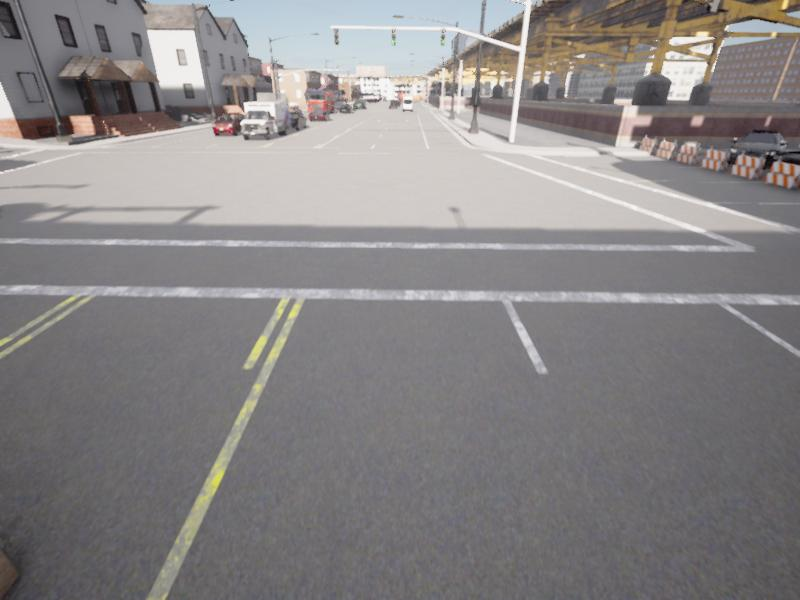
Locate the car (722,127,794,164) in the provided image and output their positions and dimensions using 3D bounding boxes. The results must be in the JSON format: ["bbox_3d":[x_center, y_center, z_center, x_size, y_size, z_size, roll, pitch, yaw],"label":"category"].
[{"bbox_3d":[17.576,-7.660,19.573,4.536,1.218,1.853,-24,36,-39],"label":"car"}]

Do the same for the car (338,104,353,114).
[{"bbox_3d":[-9.245,-32.728,68.497,1.837,1.490,4.892,1,28,1],"label":"car"}]

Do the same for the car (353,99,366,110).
[{"bbox_3d":[-8.710,-42.638,87.161,2.150,2.045,5.566,1,27,1],"label":"car"}]

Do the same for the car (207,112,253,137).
[{"bbox_3d":[-13.773,-14.362,32.640,1.851,1.617,3.988,1,27,1],"label":"car"}]

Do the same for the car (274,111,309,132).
[{"bbox_3d":[-10.121,-16.942,37.810,1.837,1.490,4.892,1,27,1],"label":"car"}]

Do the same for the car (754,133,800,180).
[{"bbox_3d":[17.433,-5.395,15.515,2.038,1.542,4.974,-18,32,-31],"label":"car"}]

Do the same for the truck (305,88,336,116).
[{"bbox_3d":[-12.823,-32.431,65.345,2.891,3.827,8.468,1,27,1],"label":"truck"}]

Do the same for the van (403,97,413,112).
[{"bbox_3d":[1.603,-39.285,80.199,1.988,2.561,5.915,1,27,1],"label":"van"}]

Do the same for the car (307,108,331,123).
[{"bbox_3d":[-9.811,-22.467,48.685,1.994,1.385,4.181,1,27,1],"label":"car"}]

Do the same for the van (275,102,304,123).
[{"bbox_3d":[-13.307,-22.824,48.609,2.069,2.038,4.480,1,28,1],"label":"van"}]

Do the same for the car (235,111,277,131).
[{"bbox_3d":[-13.605,-17.153,38.169,2.128,1.511,4.902,1,27,1],"label":"car"}]

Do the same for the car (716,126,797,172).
[{"bbox_3d":[17.539,-7.503,19.612,4.974,1.542,2.038,-24,36,-39],"label":"car"}]

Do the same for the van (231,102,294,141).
[{"bbox_3d":[-10.320,-13.834,30.749,2.351,2.431,6.366,1,27,1],"label":"van"}]

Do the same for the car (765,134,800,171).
[{"bbox_3d":[17.464,-5.516,15.406,1.853,1.218,4.536,-18,32,-31],"label":"car"}]

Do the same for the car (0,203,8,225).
[{"bbox_3d":[-10.766,-1.615,7.876,2.152,1.651,5.027,-7,28,-15],"label":"car"}]
